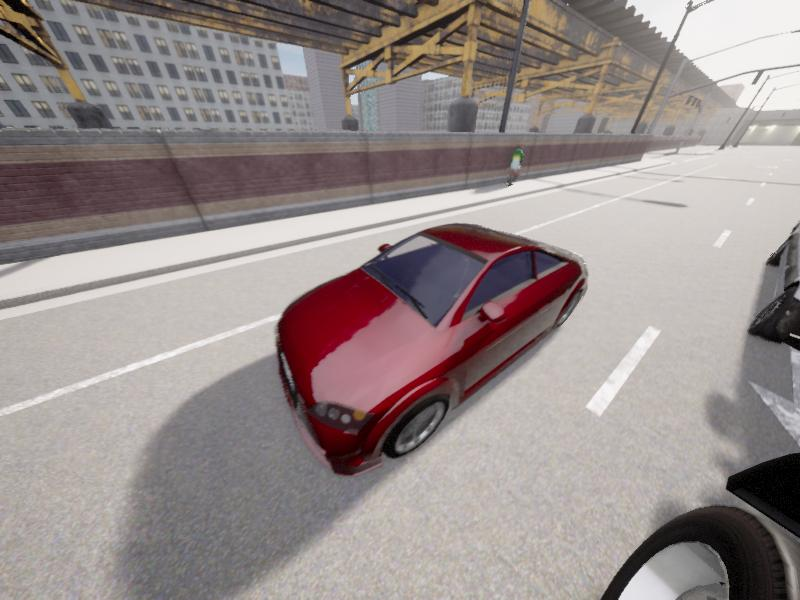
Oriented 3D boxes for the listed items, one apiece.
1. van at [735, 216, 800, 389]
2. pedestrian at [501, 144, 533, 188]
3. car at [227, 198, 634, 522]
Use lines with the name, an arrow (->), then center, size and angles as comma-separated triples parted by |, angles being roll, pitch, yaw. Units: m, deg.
van -> 7.118, -0.819, 2.847 | 5.915, 2.561, 1.988 | -22, 40, -28
pedestrian -> 5.968, -6.896, 11.896 | 0.751, 1.860, 0.751 | -20, 39, -25
car -> 0.615, -0.111, 2.942 | 4.181, 1.385, 1.994 | -22, 40, -28
